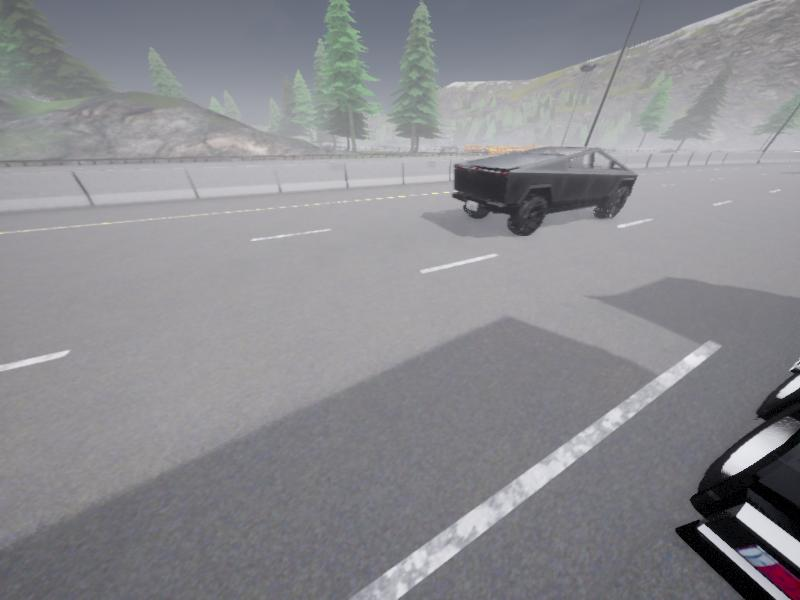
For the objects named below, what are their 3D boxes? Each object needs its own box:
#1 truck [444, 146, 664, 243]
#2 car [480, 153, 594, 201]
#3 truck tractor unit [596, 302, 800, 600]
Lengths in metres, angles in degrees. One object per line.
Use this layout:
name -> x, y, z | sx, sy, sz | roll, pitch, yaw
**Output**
truck -> 4.870, -3.744, 7.548 | 6.274, 2.098, 2.390 | -15, 38, -21
car -> 6.753, -6.301, 11.596 | 4.611, 1.667, 2.242 | -15, 38, -21
truck tractor unit -> 5.174, -0.232, 0.689 | 6.516, 4.208, 3.053 | -16, 38, -21
